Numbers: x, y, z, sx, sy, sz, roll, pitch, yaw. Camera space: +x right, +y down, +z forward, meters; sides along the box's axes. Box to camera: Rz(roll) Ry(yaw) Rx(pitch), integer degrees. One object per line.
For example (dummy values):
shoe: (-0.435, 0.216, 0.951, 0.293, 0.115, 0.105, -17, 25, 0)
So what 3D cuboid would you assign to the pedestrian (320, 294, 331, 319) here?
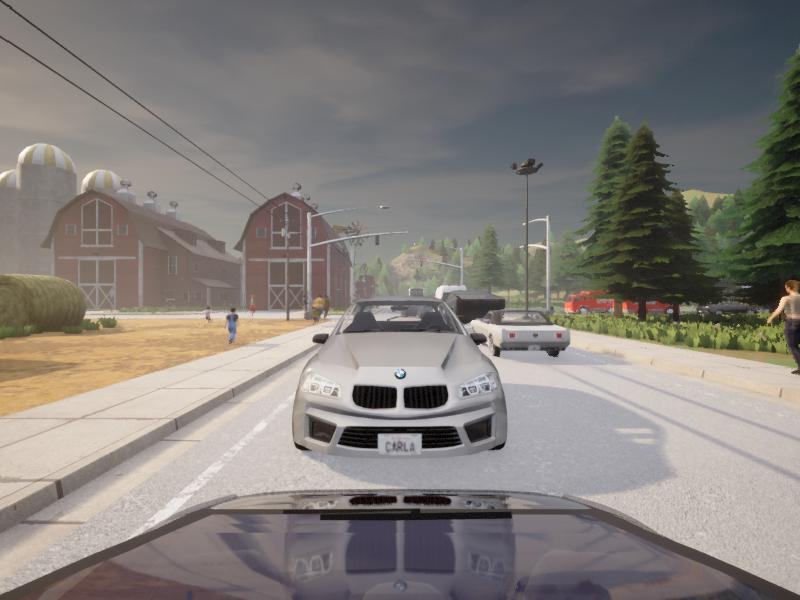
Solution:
pedestrian: (-5.701, 0.491, 30.646, 0.751, 1.860, 0.751, 0, 0, -6)

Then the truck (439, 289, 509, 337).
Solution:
truck: (3.484, 0.558, 20.312, 2.390, 2.098, 6.274, 0, 0, 0)

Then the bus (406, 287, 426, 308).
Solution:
bus: (3.322, -0.467, 87.181, 3.944, 4.253, 10.273, 0, 0, 0)

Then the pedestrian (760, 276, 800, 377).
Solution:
pedestrian: (7.640, 0.491, 7.719, 0.751, 1.860, 0.751, 0, 0, 10)

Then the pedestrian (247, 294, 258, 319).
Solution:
pedestrian: (-11.082, 0.485, 30.080, 0.751, 1.860, 0.751, 0, 0, -22)

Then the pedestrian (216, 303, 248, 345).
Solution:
pedestrian: (-5.431, 0.764, 12.939, 0.751, 1.300, 0.751, 0, 0, -5)

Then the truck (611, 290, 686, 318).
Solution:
truck: (22.660, 0.355, 36.680, 5.204, 2.467, 2.627, 0, 0, -1)

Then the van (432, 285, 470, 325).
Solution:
van: (3.484, 0.344, 28.385, 1.988, 2.561, 5.915, 0, 0, 0)

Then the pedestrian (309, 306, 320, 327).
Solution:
pedestrian: (-4.659, 0.882, 21.828, 0.500, 1.100, 0.500, 0, 0, 3)

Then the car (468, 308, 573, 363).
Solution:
car: (3.490, 0.954, 12.594, 1.895, 1.301, 4.718, 0, 0, 0)

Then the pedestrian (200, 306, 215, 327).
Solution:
pedestrian: (-10.004, 0.856, 20.807, 0.500, 1.100, 0.500, 0, 0, 26)

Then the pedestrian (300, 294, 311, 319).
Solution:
pedestrian: (-7.283, 0.486, 30.732, 0.751, 1.860, 0.751, 0, 0, -20)

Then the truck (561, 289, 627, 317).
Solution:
truck: (19.326, 0.317, 40.111, 5.204, 2.467, 2.627, -3, 0, -1)

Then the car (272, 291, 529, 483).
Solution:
car: (-0.008, 0.761, 5.796, 2.242, 1.667, 4.611, 0, 0, 0)

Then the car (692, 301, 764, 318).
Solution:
car: (30.111, 0.847, 36.880, 4.902, 1.511, 2.128, 0, 0, 0)

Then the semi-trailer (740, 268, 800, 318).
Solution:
semi-trailer: (39.550, -0.617, 36.831, 14.254, 4.402, 2.717, 0, 0, 0)

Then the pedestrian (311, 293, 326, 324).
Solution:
pedestrian: (-5.028, 0.502, 24.720, 0.751, 1.860, 0.751, 0, 0, 2)
